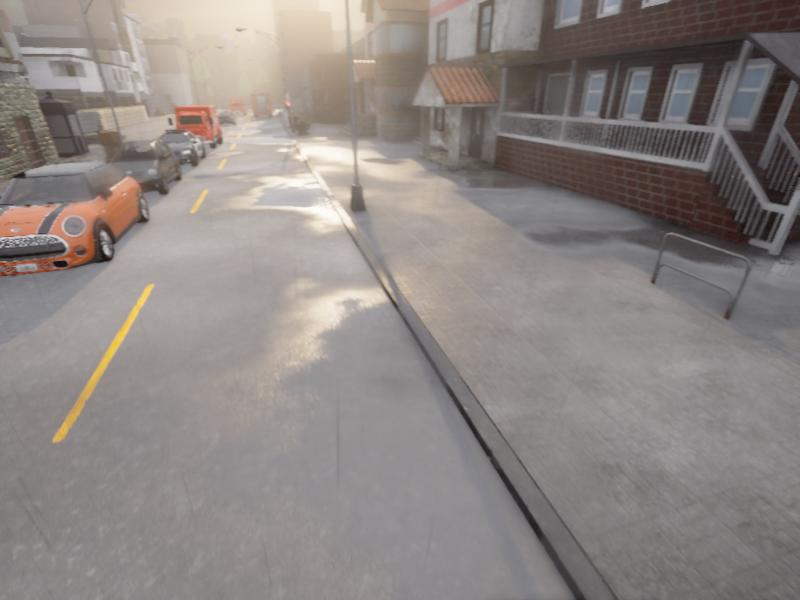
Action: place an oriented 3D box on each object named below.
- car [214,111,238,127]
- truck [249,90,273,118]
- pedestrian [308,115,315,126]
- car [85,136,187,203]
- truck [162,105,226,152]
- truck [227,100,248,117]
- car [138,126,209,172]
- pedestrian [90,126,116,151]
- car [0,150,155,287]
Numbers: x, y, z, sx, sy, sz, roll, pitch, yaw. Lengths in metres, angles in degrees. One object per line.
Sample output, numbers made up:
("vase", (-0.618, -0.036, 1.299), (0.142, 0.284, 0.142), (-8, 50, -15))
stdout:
("car", (-20.213, -21.175, 46.671), (2.033, 1.411, 5.357), (-8, 28, -15))
("truck", (-22.022, -31.264, 63.690), (2.891, 3.827, 8.468), (-8, 28, -15))
("pedestrian", (-9.346, -18.898, 42.125), (0.500, 1.100, 0.500), (-9, 29, -17))
("car", (-9.276, -4.864, 14.495), (1.851, 1.617, 3.988), (-8, 28, -15))
("truck", (-13.471, -11.543, 26.619), (2.627, 2.467, 5.204), (-8, 28, -15))
("truck", (-27.347, -32.351, 67.370), (2.627, 2.467, 5.204), (-8, 28, -15))
("car", (-11.233, -7.767, 20.264), (2.038, 1.542, 4.974), (-8, 28, -15))
("pedestrian", (-17.960, -9.751, 24.193), (0.751, 1.300, 0.751), (21, 34, 36))
("car", (-7.363, -2.085, 8.847), (2.097, 1.767, 4.553), (-8, 28, -15))
